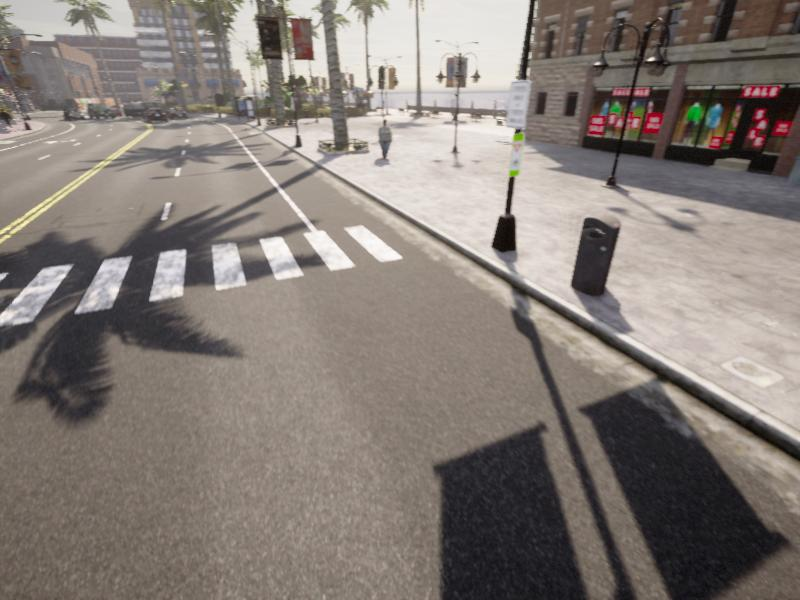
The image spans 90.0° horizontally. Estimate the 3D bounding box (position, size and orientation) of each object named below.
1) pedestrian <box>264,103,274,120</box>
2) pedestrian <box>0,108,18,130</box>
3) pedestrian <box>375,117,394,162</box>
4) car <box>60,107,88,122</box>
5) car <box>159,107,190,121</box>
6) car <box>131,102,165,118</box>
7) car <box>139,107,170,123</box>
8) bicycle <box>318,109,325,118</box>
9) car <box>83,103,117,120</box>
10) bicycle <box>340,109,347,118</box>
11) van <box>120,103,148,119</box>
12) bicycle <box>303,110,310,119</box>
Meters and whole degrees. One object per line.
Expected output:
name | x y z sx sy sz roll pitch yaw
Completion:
pedestrian | -16.147 -23.250 49.400 0.751 1.860 0.751 -16 31 -28
pedestrian | -36.892 -16.999 37.605 0.751 1.860 0.751 -13 30 -22
pedestrian | -0.708 -7.460 18.616 0.751 1.860 0.751 -5 28 -8
car | -44.125 -25.081 54.096 3.988 1.617 1.851 22 35 37
car | -31.895 -26.287 56.459 2.152 1.651 5.027 -24 36 -38
car | -39.586 -29.878 62.759 5.566 2.045 2.150 20 33 33
car | -30.811 -23.219 50.146 2.242 1.667 4.611 -20 33 -33
bicycle | -10.523 -24.962 53.618 0.373 1.024 1.643 -12 30 -22
car | -42.693 -26.863 56.968 5.566 2.045 2.150 22 35 37
bicycle | -7.779 -25.554 54.724 0.373 1.024 1.643 -12 30 -22
van | -38.457 -27.286 57.782 4.442 1.987 1.775 22 35 37
bicycle | -12.353 -24.567 52.880 0.373 1.024 1.643 -12 30 -22
